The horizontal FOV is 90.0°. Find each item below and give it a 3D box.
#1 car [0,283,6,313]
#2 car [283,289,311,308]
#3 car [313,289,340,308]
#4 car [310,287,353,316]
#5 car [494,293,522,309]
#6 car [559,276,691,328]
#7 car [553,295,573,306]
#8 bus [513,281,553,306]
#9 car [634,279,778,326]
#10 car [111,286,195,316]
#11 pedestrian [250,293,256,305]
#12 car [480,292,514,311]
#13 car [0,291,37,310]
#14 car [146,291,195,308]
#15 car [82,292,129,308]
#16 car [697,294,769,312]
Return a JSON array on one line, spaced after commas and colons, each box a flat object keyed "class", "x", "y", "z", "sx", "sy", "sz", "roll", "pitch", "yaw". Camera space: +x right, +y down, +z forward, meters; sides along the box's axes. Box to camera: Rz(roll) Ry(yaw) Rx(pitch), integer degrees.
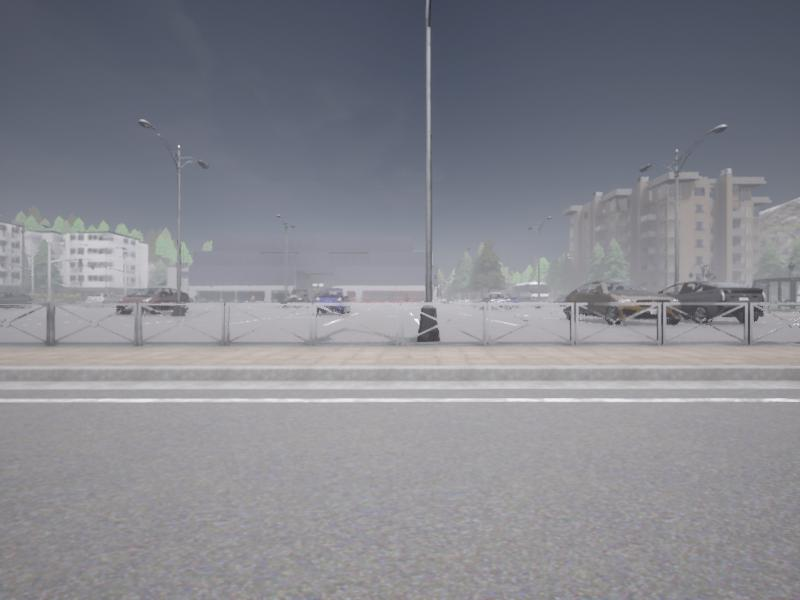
[{"class": "car", "x": -26.250, "y": -0.133, "z": 23.356, "sx": 1.932, "sy": 1.855, "sz": 4.605, "roll": 0, "pitch": 0, "yaw": -1}, {"class": "car", "x": -10.426, "y": -0.169, "z": 40.839, "sx": 1.905, "sy": 1.878, "sz": 3.866, "roll": 0, "pitch": 0, "yaw": -1}, {"class": "car", "x": -7.523, "y": -0.151, "z": 41.270, "sx": 1.932, "sy": 1.855, "sz": 4.605, "roll": 0, "pitch": 0, "yaw": -1}, {"class": "car", "x": -3.796, "y": 0.068, "z": 22.743, "sx": 1.845, "sy": 1.501, "sz": 3.633, "roll": 0, "pitch": 0, "yaw": -1}, {"class": "car", "x": 11.062, "y": 0.108, "z": 41.248, "sx": 1.845, "sy": 1.501, "sz": 3.633, "roll": 0, "pitch": 0, "yaw": -1}, {"class": "car", "x": 8.097, "y": 0.067, "z": 15.143, "sx": 2.152, "sy": 1.636, "sz": 5.027, "roll": 0, "pitch": 0, "yaw": -1}, {"class": "car", "x": 28.072, "y": 0.031, "z": 69.027, "sx": 1.905, "sy": 1.878, "sz": 3.866, "roll": 0, "pitch": 0, "yaw": -1}, {"class": "bus", "x": 24.598, "y": -1.161, "z": 74.821, "sx": 3.944, "sy": 4.253, "sz": 10.273, "roll": 0, "pitch": 0, "yaw": -1}, {"class": "car", "x": 11.234, "y": 0.073, "z": 15.215, "sx": 2.007, "sy": 1.523, "sz": 4.514, "roll": 0, "pitch": 0, "yaw": -1}, {"class": "car", "x": -13.789, "y": 0.056, "z": 22.723, "sx": 2.007, "sy": 1.523, "sz": 4.514, "roll": 0, "pitch": 0, "yaw": -1}, {"class": "pedestrian", "x": -23.266, "y": -0.107, "z": 63.382, "sx": 0.751, "sy": 1.860, "sz": 0.751, "roll": 0, "pitch": 0, "yaw": -2}, {"class": "car", "x": 8.128, "y": 0.121, "z": 33.809, "sx": 1.970, "sy": 1.475, "sz": 3.806, "roll": 0, "pitch": 0, "yaw": -1}, {"class": "car", "x": -33.254, "y": 0.074, "z": 33.324, "sx": 2.007, "sy": 1.523, "sz": 4.514, "roll": 0, "pitch": 0, "yaw": -1}, {"class": "car", "x": -23.220, "y": -0.080, "z": 40.759, "sx": 2.152, "sy": 1.636, "sz": 5.027, "roll": 0, "pitch": 0, "yaw": -1}, {"class": "car", "x": -29.635, "y": 0.005, "z": 40.396, "sx": 1.970, "sy": 1.475, "sz": 3.806, "roll": 0, "pitch": 0, "yaw": -1}, {"class": "car", "x": 28.627, "y": 0.225, "z": 34.611, "sx": 2.163, "sy": 1.488, "sz": 4.792, "roll": 0, "pitch": 0, "yaw": -1}]
